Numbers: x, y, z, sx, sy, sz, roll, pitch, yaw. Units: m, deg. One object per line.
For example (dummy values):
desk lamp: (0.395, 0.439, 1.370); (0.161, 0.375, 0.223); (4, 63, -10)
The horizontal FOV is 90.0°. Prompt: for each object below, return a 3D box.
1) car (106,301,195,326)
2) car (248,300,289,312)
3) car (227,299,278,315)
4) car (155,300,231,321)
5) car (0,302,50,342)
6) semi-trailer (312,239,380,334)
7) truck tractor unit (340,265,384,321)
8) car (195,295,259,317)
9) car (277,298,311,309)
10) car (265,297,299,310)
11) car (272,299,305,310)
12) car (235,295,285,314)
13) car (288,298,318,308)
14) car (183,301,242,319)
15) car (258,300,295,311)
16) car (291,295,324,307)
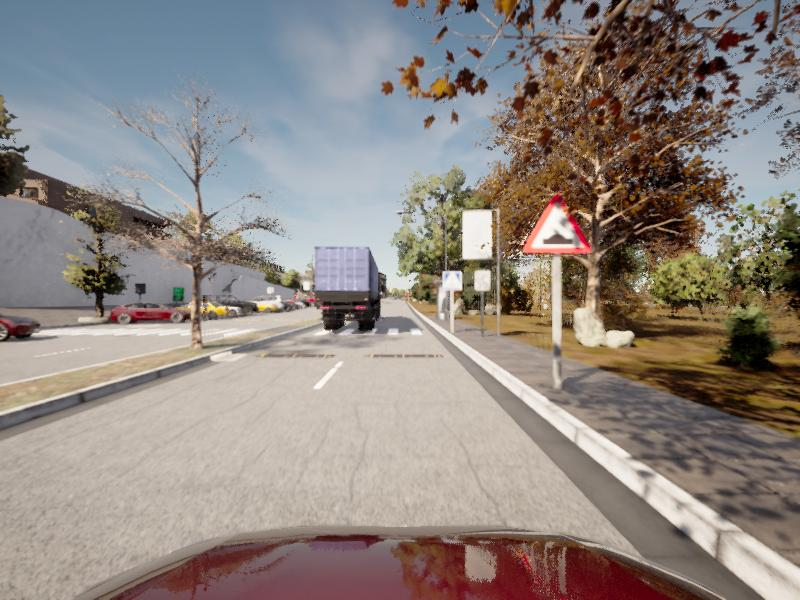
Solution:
car: (-16.816, 0.857, 27.253); (4.792, 1.488, 2.163); (-1, 0, -20)
car: (-16.852, 0.742, 51.251); (4.792, 1.488, 2.163); (-1, 1, -20)
car: (-16.658, 0.763, 45.323); (5.366, 1.575, 1.946); (-1, 0, -20)
car: (-17.010, 0.821, 33.177); (5.366, 1.575, 1.946); (-1, 0, -20)
car: (-16.824, 0.861, 15.247); (4.792, 1.488, 2.163); (-1, 0, -20)
semi-trailer: (-2.843, -0.625, 25.578); (2.717, 4.402, 14.254); (0, 0, -1)
truck tractor unit: (-2.987, -0.535, 33.487); (3.053, 4.208, 6.516); (0, 0, 0)
car: (-16.812, 0.556, 39.268); (5.566, 2.045, 2.435); (-1, 0, -20)
car: (-16.811, 0.546, 63.274); (5.008, 1.535, 2.097); (-1, 1, -20)
car: (-16.854, 0.511, 57.262); (4.553, 1.767, 2.185); (-1, 1, -20)
car: (-16.823, 0.633, 60.274); (4.674, 1.452, 2.002); (-1, 1, -20)
car: (-16.857, 0.492, 48.249); (5.566, 2.045, 2.435); (-1, 1, -20)
car: (-16.788, 0.476, 69.290); (4.792, 1.488, 2.163); (-1, 1, -20)
car: (-16.840, 0.855, 36.250); (4.674, 1.452, 2.002); (-1, 0, -20)
car: (-16.827, 0.720, 54.275); (4.674, 1.452, 2.002); (-1, 0, -20)
car: (-16.791, 0.149, 72.289); (5.566, 2.045, 2.435); (-1, 1, -20)
